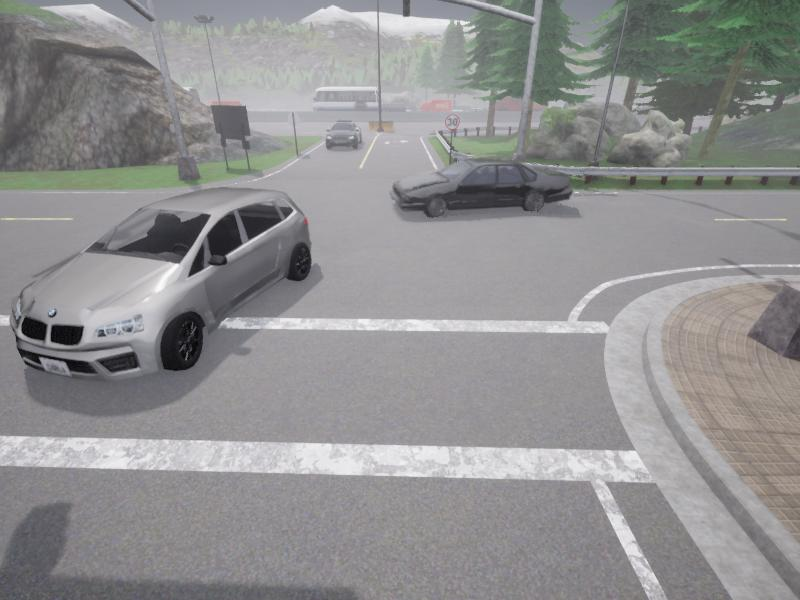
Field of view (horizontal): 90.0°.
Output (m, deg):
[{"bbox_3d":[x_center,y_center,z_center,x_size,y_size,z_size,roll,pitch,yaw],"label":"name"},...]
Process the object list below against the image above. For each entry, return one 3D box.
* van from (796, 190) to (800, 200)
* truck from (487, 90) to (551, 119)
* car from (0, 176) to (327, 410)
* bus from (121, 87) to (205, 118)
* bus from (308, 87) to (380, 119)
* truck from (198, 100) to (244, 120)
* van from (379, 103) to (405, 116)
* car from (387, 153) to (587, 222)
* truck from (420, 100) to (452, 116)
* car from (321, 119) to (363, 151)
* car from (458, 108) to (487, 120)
[{"bbox_3d":[15.967,-3.987,12.630,4.442,1.987,1.775,0,27,0],"label":"van"},{"bbox_3d":[17.969,-29.788,60.865,8.468,3.827,2.891,0,27,0],"label":"truck"},{"bbox_3d":[-3.209,-0.665,6.194,2.242,1.667,4.611,7,26,14],"label":"car"},{"bbox_3d":[-37.524,-31.538,63.802,10.273,4.253,3.944,0,27,0],"label":"bus"},{"bbox_3d":[-8.243,-29.930,60.671,10.273,4.253,3.944,0,27,0],"label":"bus"},{"bbox_3d":[-25.896,-27.596,58.084,5.204,2.467,2.627,0,27,0],"label":"truck"},{"bbox_3d":[-1.337,-32.169,67.520,4.442,1.987,1.775,0,27,0],"label":"van"},{"bbox_3d":[2.443,-3.476,12.027,5.357,1.411,2.033,-6,28,-11],"label":"car"},{"bbox_3d":[5.987,-32.383,67.405,5.204,2.467,2.627,0,27,0],"label":"truck"},{"bbox_3d":[-3.621,-10.820,26.016,2.038,1.542,4.974,0,27,0],"label":"car"},{"bbox_3d":[10.523,-27.142,58.290,3.806,1.475,1.970,0,27,0],"label":"car"}]
